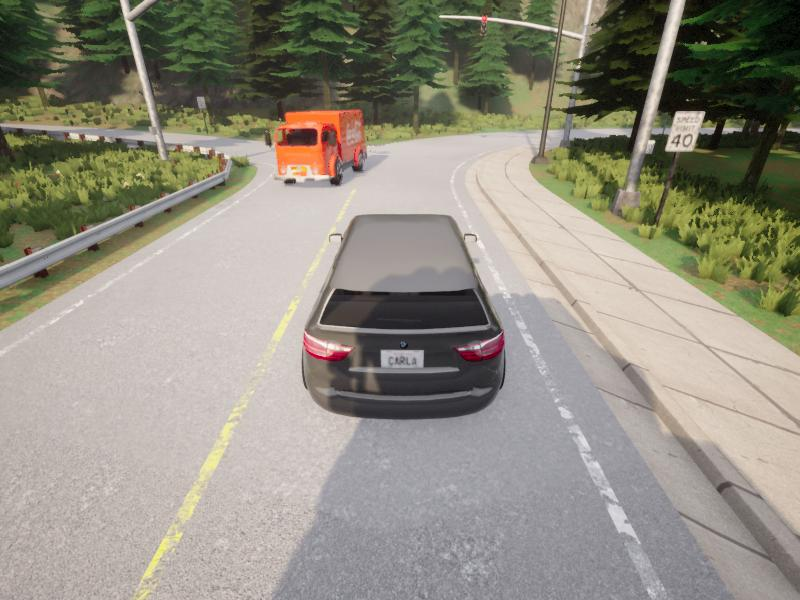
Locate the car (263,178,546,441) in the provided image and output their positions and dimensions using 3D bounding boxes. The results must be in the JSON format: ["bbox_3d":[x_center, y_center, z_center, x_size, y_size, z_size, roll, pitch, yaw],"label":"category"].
[{"bbox_3d":[0.043,-0.415,5.592,2.242,1.667,4.611,0,27,0],"label":"car"}]

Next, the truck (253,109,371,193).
[{"bbox_3d":[-3.054,-6.034,15.653,2.627,2.467,5.204,3,27,8],"label":"truck"}]
